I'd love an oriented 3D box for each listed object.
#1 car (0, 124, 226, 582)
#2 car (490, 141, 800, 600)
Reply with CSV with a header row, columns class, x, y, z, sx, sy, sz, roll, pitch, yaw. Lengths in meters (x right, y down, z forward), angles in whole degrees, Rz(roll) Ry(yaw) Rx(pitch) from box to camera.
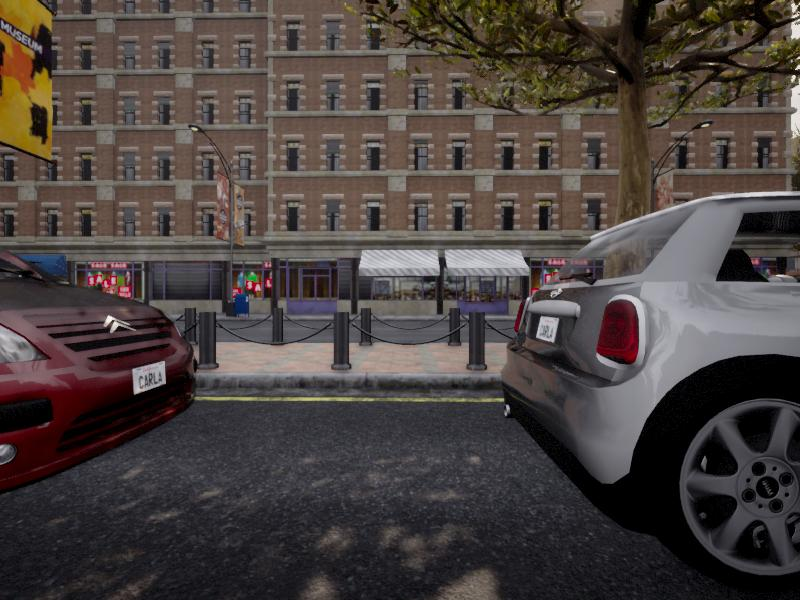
class,x,y,z,sx,sy,sz,roll,pitch,yaw
car,-3.390,0.188,2.287,3.988,1.617,1.851,0,0,1
car,2.600,0.253,2.173,3.806,1.475,1.970,0,0,1
